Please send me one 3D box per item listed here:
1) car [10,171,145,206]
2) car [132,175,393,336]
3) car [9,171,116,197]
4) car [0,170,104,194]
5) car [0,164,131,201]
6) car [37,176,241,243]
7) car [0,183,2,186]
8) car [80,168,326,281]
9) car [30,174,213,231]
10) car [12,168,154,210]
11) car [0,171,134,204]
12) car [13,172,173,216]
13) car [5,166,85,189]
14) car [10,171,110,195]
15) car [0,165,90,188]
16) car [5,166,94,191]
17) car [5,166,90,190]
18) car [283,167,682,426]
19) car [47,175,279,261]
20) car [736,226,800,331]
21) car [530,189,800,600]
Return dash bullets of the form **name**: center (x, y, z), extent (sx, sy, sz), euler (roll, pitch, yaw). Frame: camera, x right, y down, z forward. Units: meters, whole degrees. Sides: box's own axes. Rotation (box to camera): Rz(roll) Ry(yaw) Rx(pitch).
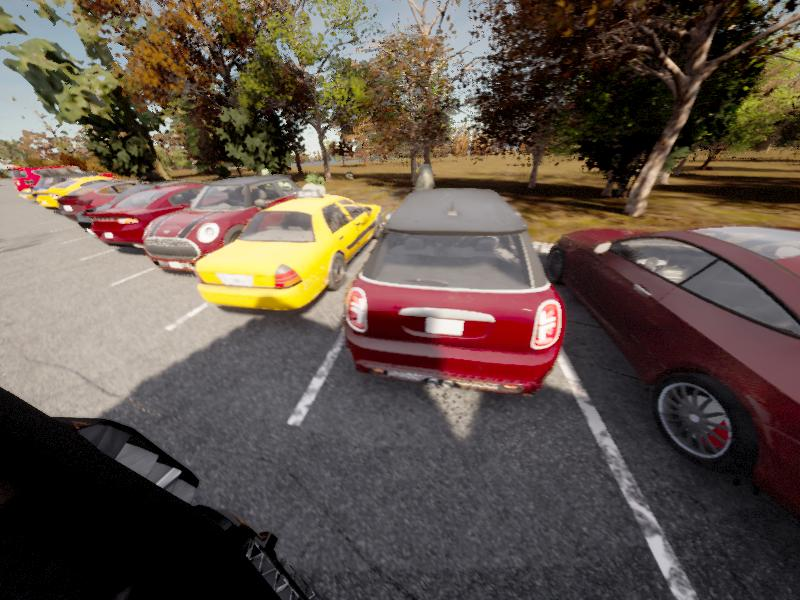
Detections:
- **car**: center (-21.815, -7.838, 16.067), extent (2.231, 1.521, 4.892), euler (6, 34, 13)
- **car**: center (-1.734, -1.668, 5.234), extent (1.946, 1.575, 5.366), euler (4, 33, 11)
- **car**: center (-29.232, -10.270, 20.349), extent (2.163, 1.488, 4.792), euler (6, 34, 13)
- **car**: center (-34.214, -11.870, 23.080), extent (1.946, 1.575, 5.366), euler (6, 34, 13)
- **car**: center (-26.765, -9.709, 18.809), extent (2.435, 2.045, 5.566), euler (6, 34, 13)
- **car**: center (-9.346, -3.814, 9.101), extent (2.163, 1.488, 4.792), euler (5, 34, 11)
- **car**: center (-57.520, -16.630, 31.979), extent (3.988, 1.617, 1.851), euler (19, 39, 29)
- **car**: center (-4.296, -2.442, 6.371), extent (2.185, 1.767, 4.553), euler (5, 34, 11)
- **car**: center (-11.850, -4.631, 10.525), extent (2.163, 1.488, 4.792), euler (5, 34, 12)
- **car**: center (-19.344, -7.119, 14.564), extent (2.185, 1.767, 4.553), euler (5, 34, 12)
- **car**: center (-24.326, -8.563, 17.339), extent (1.946, 1.575, 5.366), euler (6, 34, 12)
- **car**: center (-16.851, -6.220, 13.248), extent (2.097, 1.535, 5.008), euler (5, 34, 12)
- **car**: center (-41.617, -14.581, 27.330), extent (1.878, 1.987, 4.442), euler (6, 34, 13)
- **car**: center (-31.696, -11.130, 21.836), extent (2.163, 1.488, 4.792), euler (6, 34, 13)
- **car**: center (-44.057, -15.511, 28.875), extent (2.435, 2.045, 5.566), euler (6, 34, 13)
- **car**: center (-36.672, -12.924, 24.454), extent (1.878, 1.987, 4.442), euler (6, 34, 13)
- **car**: center (-39.145, -13.753, 25.892), extent (1.878, 1.987, 4.442), euler (6, 34, 13)
- **car**: center (0.766, -0.908, 3.671), extent (2.185, 1.767, 4.553), euler (4, 33, 10)
- **car**: center (-6.833, -3.081, 7.752), extent (2.097, 1.535, 5.008), euler (5, 33, 11)
- **car**: center (5.894, 0.682, 1.187), extent (2.002, 1.452, 4.674), euler (4, 33, 10)
- **car**: center (3.331, -0.046, 2.478), extent (2.002, 1.452, 4.674), euler (4, 33, 10)
